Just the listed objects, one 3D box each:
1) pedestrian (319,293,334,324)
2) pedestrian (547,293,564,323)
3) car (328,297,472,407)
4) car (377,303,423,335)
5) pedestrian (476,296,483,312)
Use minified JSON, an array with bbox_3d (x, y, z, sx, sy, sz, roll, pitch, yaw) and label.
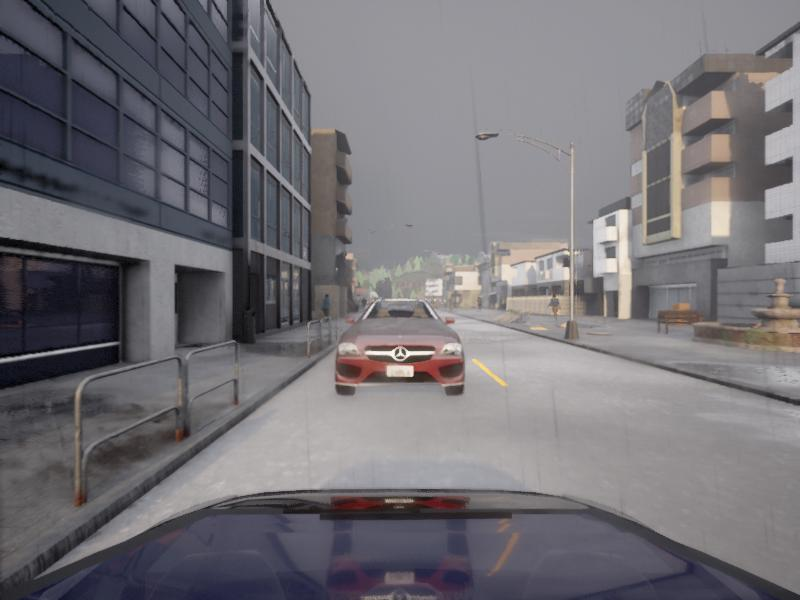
[{"bbox_3d":[-4.425,0.510,24.147,0.751,1.860,0.751,0,0,4],"label":"pedestrian"},{"bbox_3d":[9.939,0.508,25.620,0.751,1.860,0.751,0,0,-1],"label":"pedestrian"},{"bbox_3d":[0.002,0.771,8.501,2.152,1.651,5.027,0,0,0],"label":"car"},{"bbox_3d":[0.000,0.875,20.638,2.033,1.411,5.357,0,0,0],"label":"car"},{"bbox_3d":[9.668,0.486,48.747,0.751,1.860,0.751,0,0,-2],"label":"pedestrian"}]
